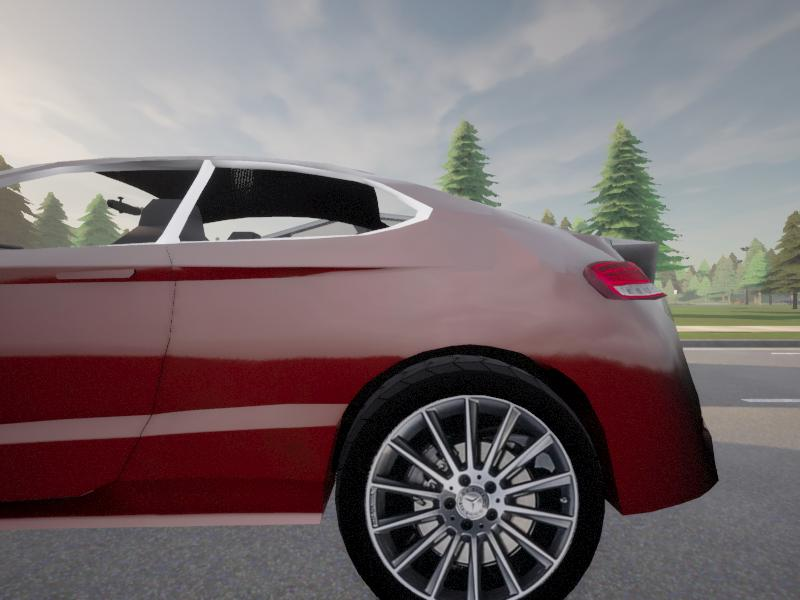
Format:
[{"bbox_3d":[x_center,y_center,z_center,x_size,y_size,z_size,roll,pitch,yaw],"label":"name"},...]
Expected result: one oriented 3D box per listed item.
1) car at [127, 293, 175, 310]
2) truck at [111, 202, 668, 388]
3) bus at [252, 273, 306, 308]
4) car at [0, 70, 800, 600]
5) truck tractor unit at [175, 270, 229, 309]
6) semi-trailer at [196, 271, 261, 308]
[{"bbox_3d":[-26.605,0.154,42.955,2.033,1.649,4.856,0,0,1],"label":"car"},{"bbox_3d":[-0.117,-0.058,5.701,6.274,2.098,2.390,0,0,0],"label":"truck"},{"bbox_3d":[-15.848,-1.147,53.393,3.944,4.253,10.273,0,0,1],"label":"bus"},{"bbox_3d":[-1.307,0.179,2.200,5.027,1.651,2.152,0,0,0],"label":"car"},{"bbox_3d":[-22.980,-1.146,46.831,3.053,4.208,6.516,1,0,1],"label":"truck tractor unit"},{"bbox_3d":[-22.913,-1.239,54.748,2.717,4.402,14.254,0,0,1],"label":"semi-trailer"}]
